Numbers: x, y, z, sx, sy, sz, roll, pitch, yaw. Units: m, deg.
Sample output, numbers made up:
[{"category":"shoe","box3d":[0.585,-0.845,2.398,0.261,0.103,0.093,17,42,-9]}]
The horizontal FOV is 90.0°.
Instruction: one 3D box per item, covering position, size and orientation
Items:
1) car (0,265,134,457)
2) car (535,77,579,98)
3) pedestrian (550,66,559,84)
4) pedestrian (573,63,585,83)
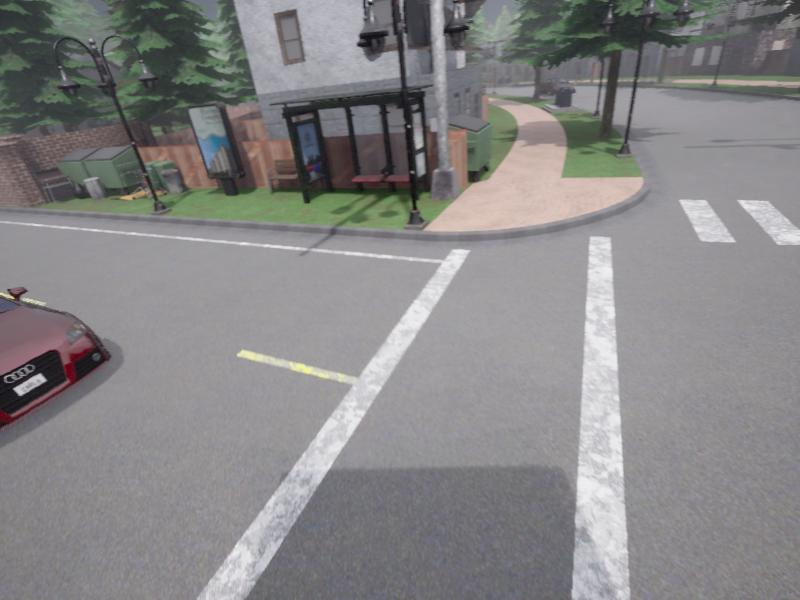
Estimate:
[{"category":"car","box3d":[-6.118,0.585,5.385,4.181,1.385,1.994,8,32,24]},{"category":"car","box3d":[13.918,-19.009,35.681,1.994,1.385,4.181,-8,29,-2]},{"category":"pedestrian","box3d":[18.304,-26.661,47.403,0.751,1.860,0.751,-5,29,4]},{"category":"pedestrian","box3d":[19.906,-25.244,44.561,0.751,1.860,0.751,-14,30,-13]}]
